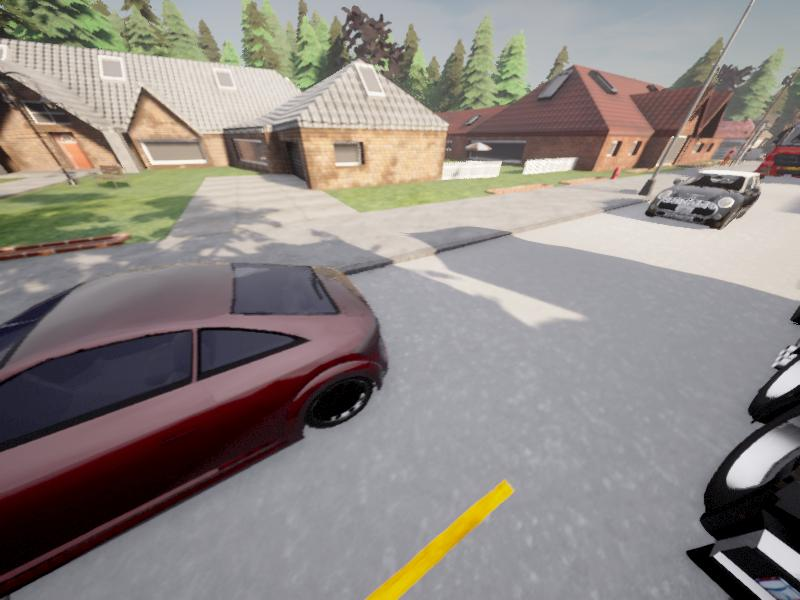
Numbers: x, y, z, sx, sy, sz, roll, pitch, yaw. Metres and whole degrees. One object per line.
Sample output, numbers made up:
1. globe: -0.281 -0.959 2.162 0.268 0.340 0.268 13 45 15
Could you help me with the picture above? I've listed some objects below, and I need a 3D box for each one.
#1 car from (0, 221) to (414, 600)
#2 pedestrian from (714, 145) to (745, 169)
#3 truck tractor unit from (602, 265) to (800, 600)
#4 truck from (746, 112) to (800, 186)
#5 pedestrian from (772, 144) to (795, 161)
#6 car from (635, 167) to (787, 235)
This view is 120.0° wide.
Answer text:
1. car: -2.201 0.590 1.940 4.181 1.385 1.994 -19 39 -25
2. pedestrian: 31.466 -13.686 22.097 0.751 1.860 0.751 -11 37 -16
3. truck tractor unit: 5.113 -0.298 0.786 6.516 4.208 3.053 -18 39 -24
4. truck: 28.793 -10.415 15.878 8.468 3.827 2.891 -18 39 -24
5. pedestrian: 51.284 -19.697 30.911 0.751 1.860 0.751 -24 42 -31
6. car: 10.571 -3.565 7.930 3.806 1.475 1.970 -18 39 -24
